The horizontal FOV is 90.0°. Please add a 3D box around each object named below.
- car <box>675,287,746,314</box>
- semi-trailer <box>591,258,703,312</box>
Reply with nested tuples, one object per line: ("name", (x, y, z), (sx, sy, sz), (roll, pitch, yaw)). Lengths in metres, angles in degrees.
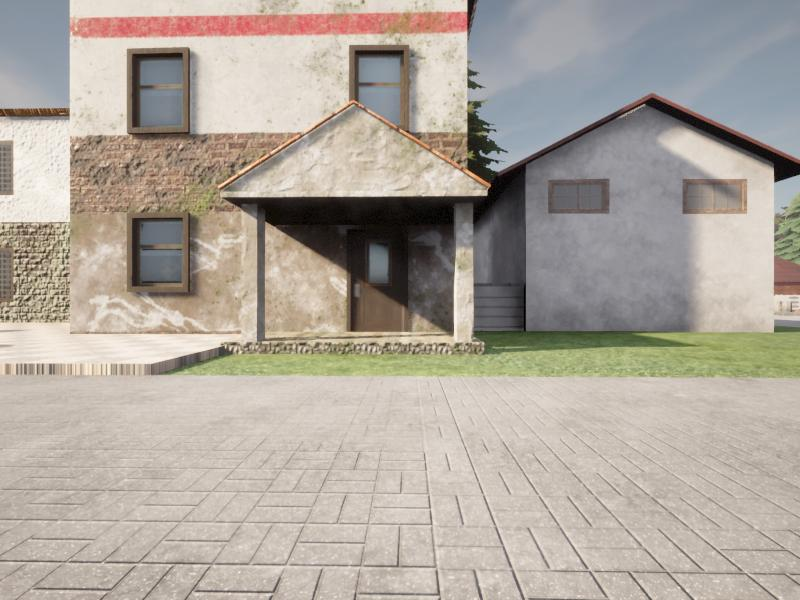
("car", (23.314, 0.050, 30.333), (1.932, 1.855, 4.605), (0, 0, 2))
("semi-trailer", (23.621, -1.219, 39.901), (2.717, 4.402, 14.254), (0, 0, 1))
